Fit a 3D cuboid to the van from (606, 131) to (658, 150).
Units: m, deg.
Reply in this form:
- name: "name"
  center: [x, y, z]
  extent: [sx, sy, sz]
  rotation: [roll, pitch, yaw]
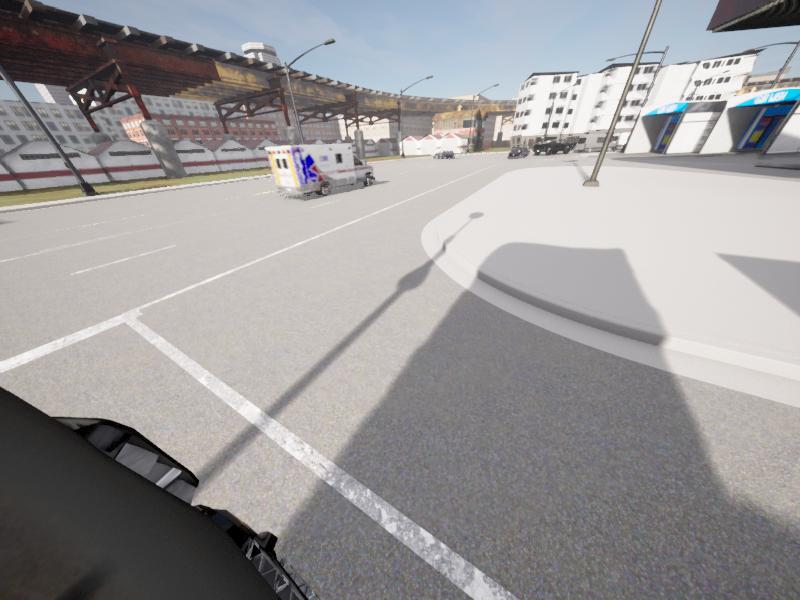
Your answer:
- name: "van"
  center: [40.754, -28.092, 40.793]
  extent: [5.915, 2.561, 1.988]
  rotation: [0, 34, 4]

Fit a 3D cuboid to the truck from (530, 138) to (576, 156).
- name: "truck"
  center: [24.143, -24.148, 36.542]
  extent: [6.274, 2.098, 2.390]
  rotation: [-17, 36, -20]

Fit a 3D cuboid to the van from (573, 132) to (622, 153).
- name: "van"
  center: [32.254, -25.760, 37.942]
  extent: [5.915, 2.561, 1.988]
  rotation: [-7, 34, -7]

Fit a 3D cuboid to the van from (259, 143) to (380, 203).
- name: "van"
  center: [-4.261, -7.809, 13.840]
  extent: [2.351, 2.431, 6.366]
  rotation: [20, 40, 30]

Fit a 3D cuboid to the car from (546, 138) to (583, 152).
- name: "car"
  center: [33.245, -31.472, 46.916]
  extent: [5.566, 2.045, 2.150]
  rotation: [-4, 33, -2]

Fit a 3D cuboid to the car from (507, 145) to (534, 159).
- name: "car"
  center: [17.594, -21.592, 33.712]
  extent: [3.633, 1.501, 1.845]
  rotation: [-25, 39, -30]

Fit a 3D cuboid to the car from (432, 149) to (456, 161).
- name: "car"
  center: [7.259, -24.011, 38.205]
  extent: [3.806, 1.475, 1.970]
  rotation: [-29, 41, -34]
